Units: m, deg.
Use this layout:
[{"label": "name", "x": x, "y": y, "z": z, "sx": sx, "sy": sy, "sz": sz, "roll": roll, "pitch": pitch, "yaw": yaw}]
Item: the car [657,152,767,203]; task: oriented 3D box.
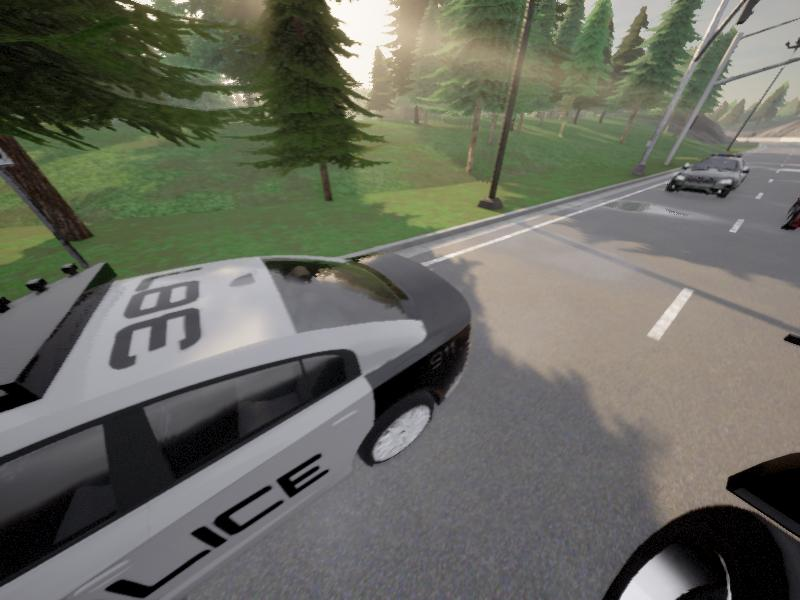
[{"label": "car", "x": 14.671, "y": -5.914, "z": 10.853, "sx": 4.974, "sy": 1.542, "sz": 2.038, "roll": -22, "pitch": 41, "yaw": -28}]

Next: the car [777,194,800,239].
[{"label": "car", "x": 12.751, "y": -2.602, "z": 6.313, "sx": 4.181, "sy": 1.385, "sz": 1.994, "roll": -22, "pitch": 41, "yaw": -28}]

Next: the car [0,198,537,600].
[{"label": "car", "x": -1.777, "y": 0.739, "z": 1.449, "sx": 5.238, "sy": 1.638, "sz": 1.930, "roll": -22, "pitch": 41, "yaw": -28}]
